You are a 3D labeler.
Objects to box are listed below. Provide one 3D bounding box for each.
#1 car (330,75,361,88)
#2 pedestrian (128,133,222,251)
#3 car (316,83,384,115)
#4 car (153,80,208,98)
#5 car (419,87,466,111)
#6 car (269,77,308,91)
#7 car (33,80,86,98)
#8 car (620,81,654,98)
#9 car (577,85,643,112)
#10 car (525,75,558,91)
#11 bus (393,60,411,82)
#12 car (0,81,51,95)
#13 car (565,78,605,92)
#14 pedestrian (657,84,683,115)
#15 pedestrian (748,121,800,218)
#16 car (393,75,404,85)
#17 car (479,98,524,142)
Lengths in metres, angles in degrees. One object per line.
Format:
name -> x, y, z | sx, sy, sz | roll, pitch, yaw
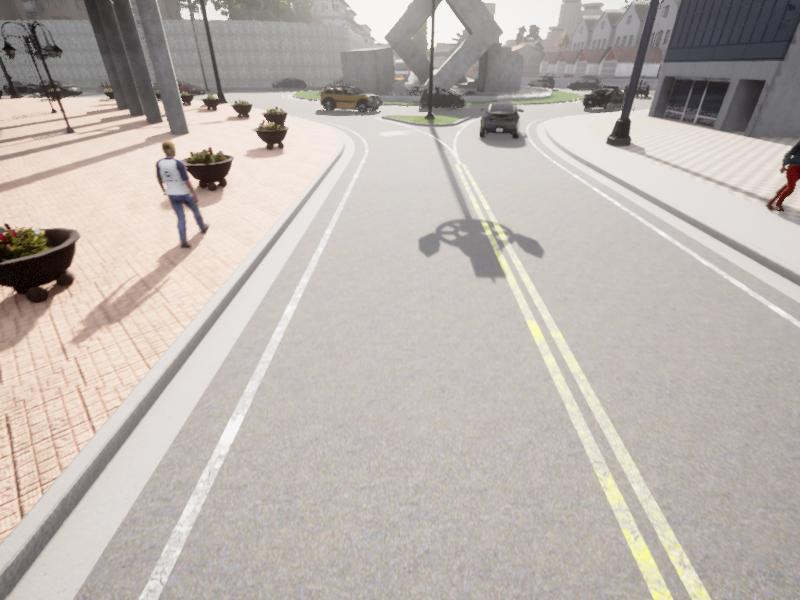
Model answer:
car -> -8.924, -35.907, 65.603 | 4.553, 1.767, 2.097 | -21, 36, -32
pedestrian -> -3.839, -1.867, 6.993 | 0.751, 1.860, 0.751 | 1, 30, 1
car -> -3.738, -15.191, 30.098 | 4.605, 1.855, 1.932 | 13, 33, 19
car -> -25.236, -24.356, 46.183 | 5.027, 1.651, 2.152 | 5, 31, 9
car -> 3.384, -16.128, 32.080 | 3.633, 1.501, 1.845 | 3, 31, 5
car -> -16.757, -32.592, 60.347 | 5.027, 1.651, 2.152 | -17, 34, -26
car -> -37.754, -23.441, 44.426 | 3.988, 1.617, 1.851 | 2, 30, 3
car -> 27.159, -24.193, 45.940 | 1.789, 1.549, 3.705 | 3, 30, 4
car -> 17.098, -16.433, 32.548 | 5.238, 1.638, 1.930 | -18, 35, -28
car -> 20.721, -31.802, 58.619 | 1.905, 1.878, 3.866 | -25, 39, -36
bus -> 0.550, -53.037, 92.448 | 3.944, 4.253, 10.273 | 1, 30, 1
car -> -44.755, -25.314, 47.738 | 4.181, 1.385, 1.994 | 1, 30, 2
car -> 26.743, -31.152, 57.862 | 4.611, 1.667, 2.242 | 23, 37, 34
pedestrian -> 18.638, -13.887, 27.661 | 0.751, 1.860, 0.751 | -19, 36, -30
pedestrian -> 8.571, -2.798, 8.640 | 0.751, 1.860, 0.751 | 4, 31, 7
car -> -0.188, -42.478, 77.153 | 1.882, 1.535, 5.008 | 1, 30, 2
car -> 5.133, -9.276, 20.407 | 1.837, 1.490, 4.892 | 6, 31, 11
